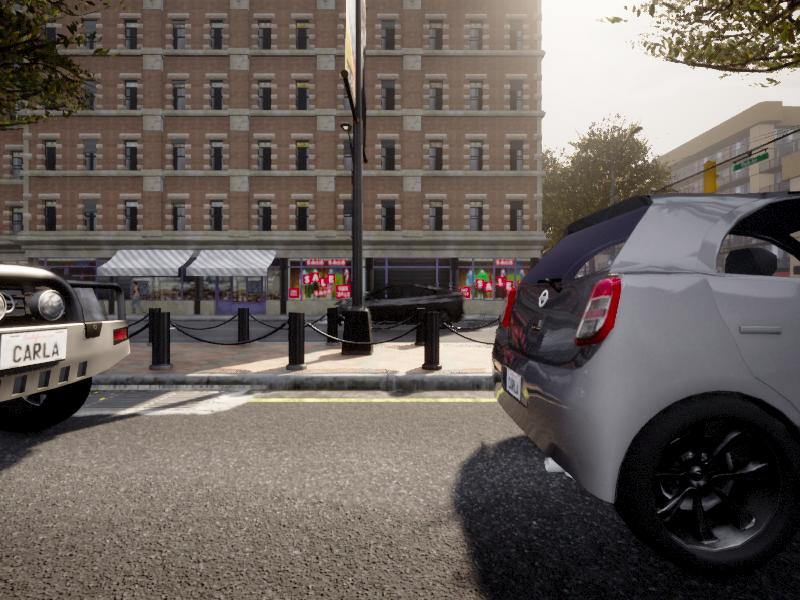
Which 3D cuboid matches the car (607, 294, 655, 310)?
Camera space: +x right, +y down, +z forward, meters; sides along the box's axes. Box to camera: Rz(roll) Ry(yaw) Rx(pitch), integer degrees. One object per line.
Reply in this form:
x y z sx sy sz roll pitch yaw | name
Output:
23.652 0.198 41.198 1.801 1.575 5.366 0 0 0 | car

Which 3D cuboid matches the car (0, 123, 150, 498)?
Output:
-4.281 0.053 2.201 4.605 1.855 1.932 0 0 0 | car

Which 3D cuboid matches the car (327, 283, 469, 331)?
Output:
-0.056 0.228 13.670 4.514 1.525 2.007 0 0 1 | car

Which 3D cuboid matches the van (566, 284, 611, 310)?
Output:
20.140 -0.280 43.002 1.988 2.561 5.915 0 0 0 | van

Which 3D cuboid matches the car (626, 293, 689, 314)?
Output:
20.203 0.241 31.680 1.837 1.490 4.892 0 0 0 | car

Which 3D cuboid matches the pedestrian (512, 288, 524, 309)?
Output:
10.775 -0.116 36.516 0.751 1.860 0.751 0 0 -6 | pedestrian

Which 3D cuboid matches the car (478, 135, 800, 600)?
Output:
2.425 0.226 2.192 3.633 1.501 1.845 0 0 0 | car

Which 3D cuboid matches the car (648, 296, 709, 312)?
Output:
23.693 0.341 34.300 1.895 1.301 4.718 0 0 0 | car

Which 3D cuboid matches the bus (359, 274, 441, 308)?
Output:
-0.012 -1.130 51.918 10.273 4.253 3.944 0 0 0 | bus

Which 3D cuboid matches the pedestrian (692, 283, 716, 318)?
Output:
16.527 0.035 21.769 0.751 1.860 0.751 0 0 1 | pedestrian

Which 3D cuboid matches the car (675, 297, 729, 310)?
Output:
30.656 0.339 40.826 1.895 1.301 4.718 0 0 0 | car

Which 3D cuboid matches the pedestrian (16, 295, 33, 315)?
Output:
-21.280 0.268 22.694 0.500 1.100 0.500 0 0 -1 | pedestrian

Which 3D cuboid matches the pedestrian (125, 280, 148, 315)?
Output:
-14.288 -0.113 21.685 0.751 1.860 0.751 0 0 -3 | pedestrian
